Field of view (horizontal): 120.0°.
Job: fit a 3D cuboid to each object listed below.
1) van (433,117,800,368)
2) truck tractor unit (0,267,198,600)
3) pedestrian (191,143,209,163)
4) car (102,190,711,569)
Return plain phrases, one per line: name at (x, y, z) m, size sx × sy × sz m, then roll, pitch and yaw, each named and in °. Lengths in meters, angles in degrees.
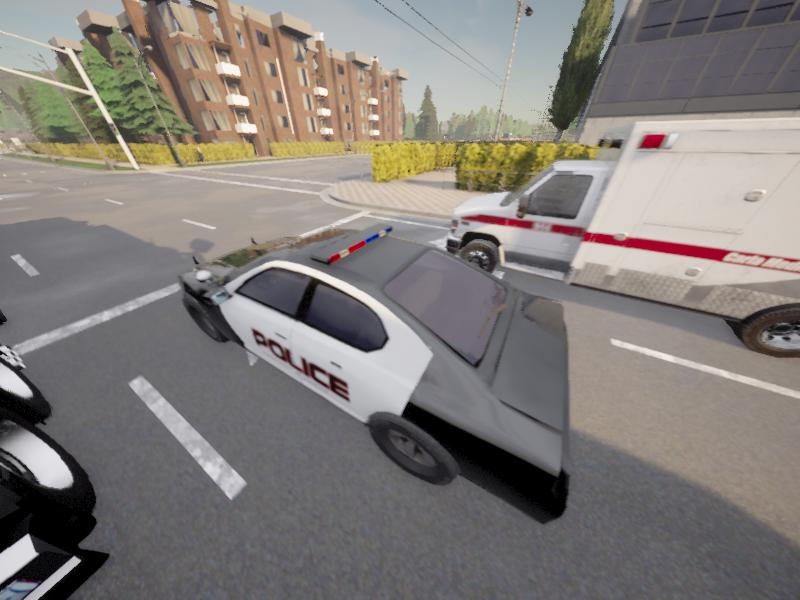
van at (4.011, -1.215, 3.587) m, size 6.366 × 2.431 × 2.351 m, roll 18°, pitch 39°, yaw 24°
truck tractor unit at (-5.118, -0.292, 0.773) m, size 6.516 × 4.208 × 3.053 m, roll 18°, pitch 39°, yaw 24°
pedestrian at (-23.006, -16.928, 26.606) m, size 0.751 × 1.860 × 0.751 m, roll 18°, pitch 39°, yaw 25°
car at (-0.782, -0.090, 2.819) m, size 4.974 × 1.542 × 2.038 m, roll 19°, pitch 39°, yaw 24°
